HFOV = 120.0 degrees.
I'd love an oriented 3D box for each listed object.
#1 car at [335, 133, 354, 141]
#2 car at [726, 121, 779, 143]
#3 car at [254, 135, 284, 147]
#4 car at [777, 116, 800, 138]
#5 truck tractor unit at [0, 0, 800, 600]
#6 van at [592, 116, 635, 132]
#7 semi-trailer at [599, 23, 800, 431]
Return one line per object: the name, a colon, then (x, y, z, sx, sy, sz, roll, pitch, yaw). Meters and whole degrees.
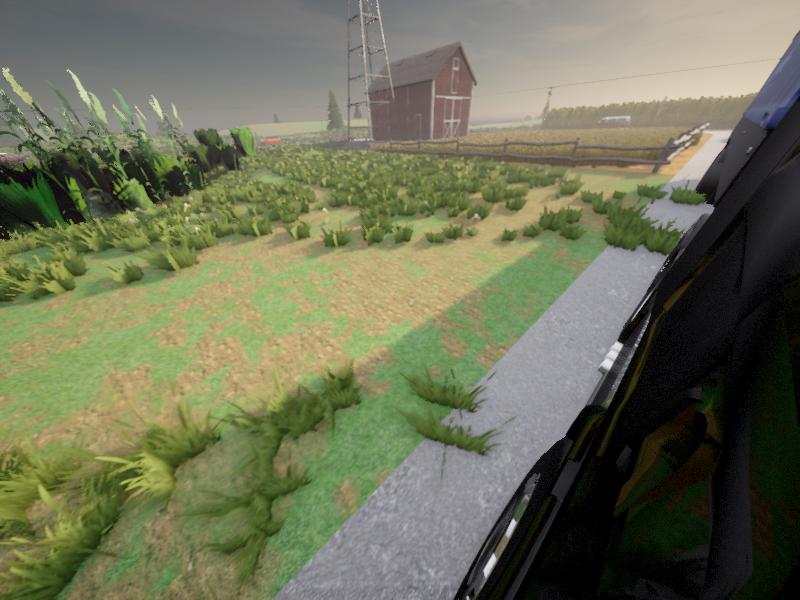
car: (-12.929, -38.045, 53.880, 3.806, 1.475, 1.970, -25, 42, -27)
car: (29.485, -14.174, 19.454, 4.718, 1.301, 1.895, -29, 44, -31)
car: (-26.285, -31.939, 46.392, 4.553, 1.767, 2.097, -25, 42, -27)
car: (35.506, -15.157, 20.208, 3.806, 1.475, 1.970, -29, 44, -31)
truck tractor unit: (2.645, -0.295, 0.352, 6.516, 4.208, 3.053, -28, 44, -30)
van: (35.832, -29.604, 38.929, 2.069, 2.038, 4.480, -29, 44, -31)
semi-trailer: (8.601, -3.682, 4.304, 14.254, 4.402, 2.717, -29, 44, -31)
